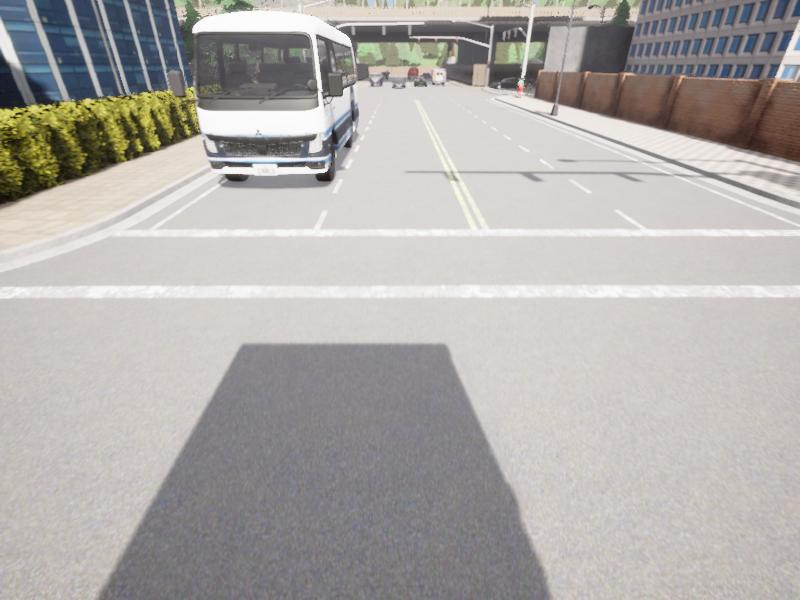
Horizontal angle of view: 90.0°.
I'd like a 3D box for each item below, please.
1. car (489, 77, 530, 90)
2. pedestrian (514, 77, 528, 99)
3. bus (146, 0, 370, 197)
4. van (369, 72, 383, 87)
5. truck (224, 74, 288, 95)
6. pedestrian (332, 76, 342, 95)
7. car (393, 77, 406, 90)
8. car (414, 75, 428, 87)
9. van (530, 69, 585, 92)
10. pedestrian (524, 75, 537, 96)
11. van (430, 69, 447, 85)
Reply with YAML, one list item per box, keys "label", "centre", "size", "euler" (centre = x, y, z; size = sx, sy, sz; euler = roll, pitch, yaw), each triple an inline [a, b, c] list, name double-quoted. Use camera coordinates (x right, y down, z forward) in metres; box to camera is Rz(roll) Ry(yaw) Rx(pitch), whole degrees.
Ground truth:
- label: "car"
  centre: [15.022, -29.783, 55.116]
  size: [4.892, 1.490, 1.837]
  euler: [0, 30, 0]
- label: "pedestrian"
  centre: [11.889, -20.876, 39.348]
  size: [0.751, 1.860, 0.751]
  euler: [-7, 31, -13]
- label: "bus"
  centre: [-3.428, -7.167, 13.976]
  size: [3.944, 4.253, 10.273]
  euler: [0, 30, 0]
- label: "van"
  centre: [-3.759, -35.378, 64.266]
  size: [1.775, 1.987, 4.442]
  euler: [1, 30, 2]
- label: "truck"
  centre: [-16.400, -24.738, 45.915]
  size: [6.274, 2.098, 2.390]
  euler: [0, 30, 0]
- label: "pedestrian"
  centre: [-7.249, -24.566, 45.891]
  size: [0.751, 1.860, 0.751]
  euler: [10, 32, 16]
- label: "car"
  centre: [-0.135, -31.615, 58.393]
  size: [1.812, 1.442, 4.674]
  euler: [0, 30, 0]
- label: "car"
  centre: [3.350, -36.075, 65.849]
  size: [2.038, 1.542, 4.974]
  euler: [0, 30, 0]
- label: "van"
  centre: [20.267, -28.471, 51.826]
  size: [5.915, 2.561, 1.988]
  euler: [0, 30, 0]
- label: "pedestrian"
  centre: [13.829, -22.710, 42.364]
  size: [0.751, 1.860, 0.751]
  euler: [-6, 31, -10]
- label: "van"
  centre: [6.839, -40.254, 72.133]
  size: [2.351, 2.431, 6.366]
  euler: [0, 30, 0]
